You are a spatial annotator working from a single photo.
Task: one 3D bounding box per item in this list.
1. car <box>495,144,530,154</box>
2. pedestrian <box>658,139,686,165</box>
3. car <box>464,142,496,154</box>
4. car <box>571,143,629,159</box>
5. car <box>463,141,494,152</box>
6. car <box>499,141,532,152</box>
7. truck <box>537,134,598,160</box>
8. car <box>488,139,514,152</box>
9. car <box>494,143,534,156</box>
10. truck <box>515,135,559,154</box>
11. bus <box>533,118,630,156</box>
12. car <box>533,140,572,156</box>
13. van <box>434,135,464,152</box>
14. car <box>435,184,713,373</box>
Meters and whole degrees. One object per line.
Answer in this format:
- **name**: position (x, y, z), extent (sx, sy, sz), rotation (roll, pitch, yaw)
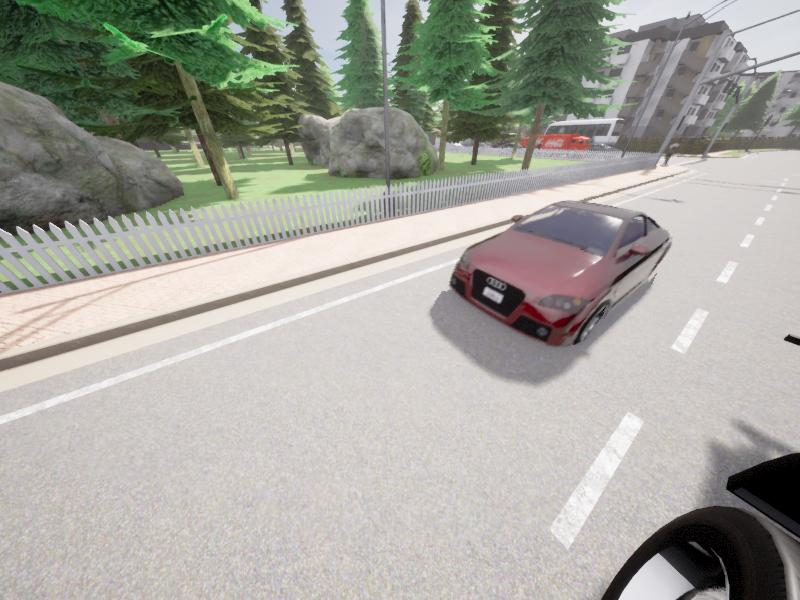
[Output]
- **car**: position (18.366, -24.908, 38.022), extent (1.895, 1.301, 4.718), rotation (-21, 40, -26)
- **pedestrian**: position (23.465, -12.799, 20.000), extent (0.751, 1.860, 0.751), rotation (23, 41, 29)
- **car**: position (13.347, -25.724, 39.044), extent (1.837, 1.490, 4.892), rotation (-21, 40, -26)
- **car**: position (25.193, -18.953, 29.334), extent (2.128, 1.511, 4.902), rotation (-21, 40, -26)
- **car**: position (14.442, -28.514, 42.886), extent (2.152, 1.651, 5.027), rotation (-21, 40, -26)
- **car**: position (21.914, -29.293, 43.976), extent (1.801, 1.575, 5.366), rotation (-21, 40, -26)
- **truck**: position (20.917, -19.423, 29.199), extent (2.627, 2.467, 5.204), rotation (-21, 40, -26)
- **car**: position (18.613, -28.636, 42.796), extent (1.905, 1.878, 3.866), rotation (-21, 40, -26)
- **car**: position (16.916, -22.566, 34.535), extent (1.837, 1.490, 4.892), rotation (-21, 40, -26)
- **truck**: position (22.293, -25.612, 37.976), extent (2.627, 2.467, 5.204), rotation (-21, 40, -26)
- **bus**: position (27.479, -25.328, 35.988), extent (3.944, 4.253, 10.273), rotation (-21, 40, -26)
- **car**: position (21.885, -22.032, 33.398), extent (1.905, 1.878, 3.866), rotation (-21, 40, -26)
- **van**: position (9.179, -29.836, 44.004), extent (1.988, 2.561, 5.915), rotation (-21, 40, -26)
- **car**: position (2.898, -0.866, 3.936), extent (4.181, 1.385, 1.994), rotation (-22, 40, -27)
